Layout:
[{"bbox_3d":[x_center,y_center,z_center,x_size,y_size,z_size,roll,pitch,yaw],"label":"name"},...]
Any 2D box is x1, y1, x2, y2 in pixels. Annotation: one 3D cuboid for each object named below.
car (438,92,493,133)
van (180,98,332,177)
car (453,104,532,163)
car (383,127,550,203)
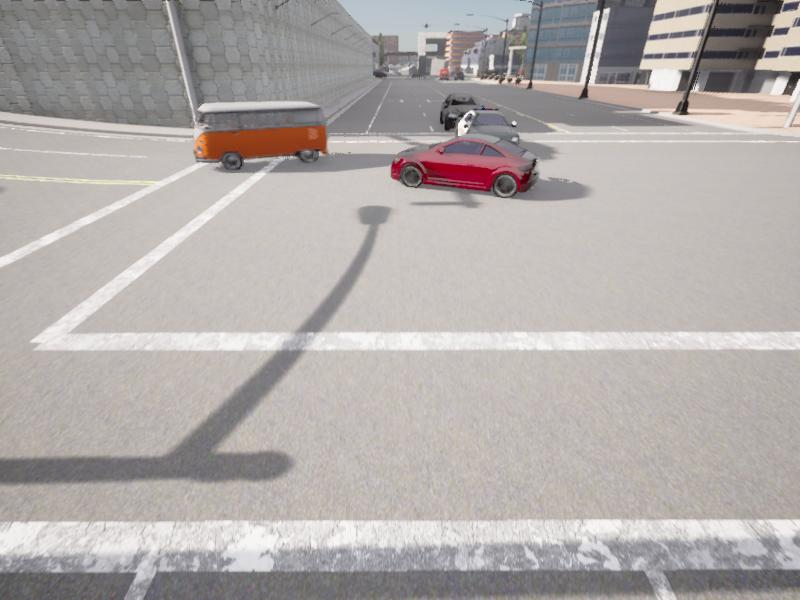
[{"bbox_3d":[3.506,-10.587,22.443,2.242,1.667,4.611,0,30,0],"label":"car"},{"bbox_3d":[-4.818,-5.700,13.779,4.442,1.987,1.775,-14,34,-23],"label":"van"},{"bbox_3d":[3.505,-6.906,16.288,2.038,1.542,4.974,0,30,0],"label":"car"},{"bbox_3d":[1.850,-3.976,11.440,4.181,1.385,1.994,13,33,21],"label":"car"}]
